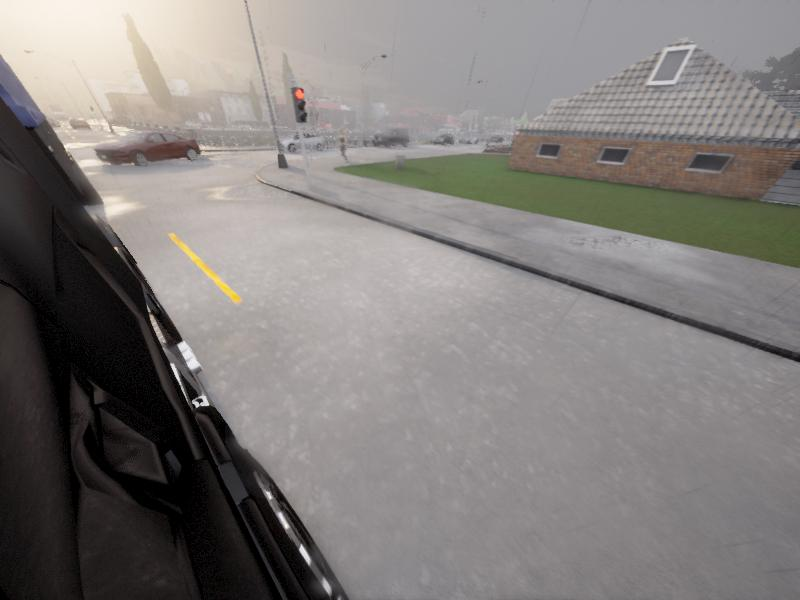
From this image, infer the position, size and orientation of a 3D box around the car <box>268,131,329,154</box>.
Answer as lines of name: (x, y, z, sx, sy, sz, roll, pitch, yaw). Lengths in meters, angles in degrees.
car: (-9.099, -14.488, 21.156, 2.007, 1.525, 4.514, 28, 44, 30)

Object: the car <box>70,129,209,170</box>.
car: (-14.134, -8.718, 13.159, 1.882, 1.535, 5.008, 7, 37, 6)

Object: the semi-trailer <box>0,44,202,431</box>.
semi-trailer: (-8.702, -3.593, 4.238, 14.254, 4.402, 2.717, 28, 44, 30)

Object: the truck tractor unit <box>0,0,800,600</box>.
truck tractor unit: (-2.645, -0.295, 0.351, 6.516, 4.208, 3.053, 28, 44, 30)

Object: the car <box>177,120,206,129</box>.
car: (-53.574, -45.228, 59.474, 2.152, 1.651, 5.027, 28, 44, 30)

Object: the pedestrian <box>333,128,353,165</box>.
pedestrian: (-3.573, -9.716, 14.623, 0.751, 1.860, 0.751, 27, 43, 29)

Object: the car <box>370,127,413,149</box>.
car: (-0.978, -20.276, 28.914, 2.150, 2.045, 5.566, 28, 44, 30)

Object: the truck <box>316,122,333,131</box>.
truck: (-27.513, -63.430, 84.554, 2.627, 2.467, 5.204, 28, 44, 30)

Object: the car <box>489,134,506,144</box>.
car: (21.463, -35.455, 50.879, 1.789, 1.549, 3.705, 28, 43, 30)

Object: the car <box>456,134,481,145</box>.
car: (12.582, -29.364, 42.253, 2.038, 1.542, 4.974, 28, 44, 30)

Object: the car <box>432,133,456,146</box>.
car: (7.047, -25.603, 36.851, 1.851, 1.617, 3.988, 28, 44, 30)

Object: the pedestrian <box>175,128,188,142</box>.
pedestrian: (-22.758, -17.201, 24.104, 0.500, 1.100, 0.500, 28, 44, 30)
